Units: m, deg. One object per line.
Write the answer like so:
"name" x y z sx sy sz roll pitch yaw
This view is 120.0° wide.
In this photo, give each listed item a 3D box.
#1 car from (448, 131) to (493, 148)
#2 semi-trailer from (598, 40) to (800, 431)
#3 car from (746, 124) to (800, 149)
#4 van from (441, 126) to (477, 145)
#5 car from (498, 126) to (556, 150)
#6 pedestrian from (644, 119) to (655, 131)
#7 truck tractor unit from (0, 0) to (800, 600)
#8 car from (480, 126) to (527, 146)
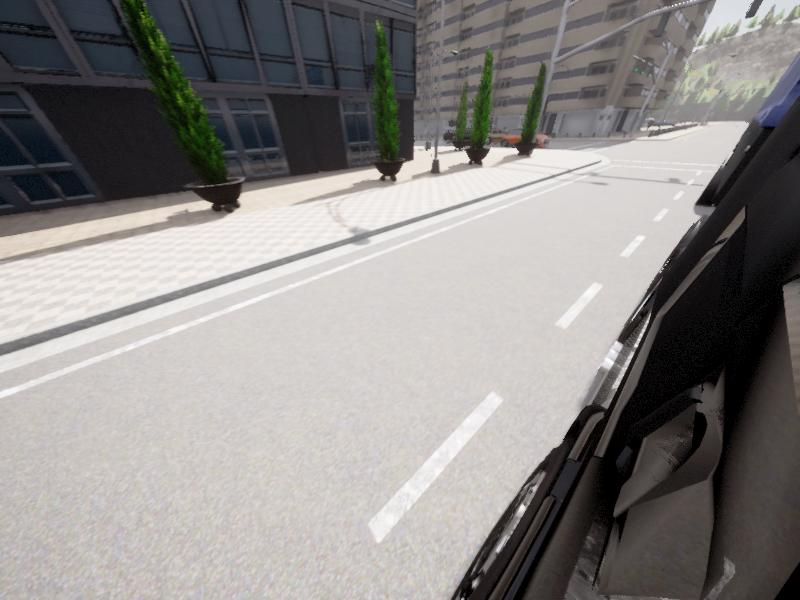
"car" 8.483 -19.654 28.283 2.128 1.511 4.902 -28 43 -30
"semi-trailer" 8.701 -3.574 4.266 14.254 4.402 2.717 -28 43 -30
"car" 29.252 -11.776 16.615 1.812 1.442 4.674 -27 43 -30
"van" 8.263 -23.280 32.732 2.069 2.038 4.480 -28 43 -30
"car" 12.904 -16.692 23.809 2.097 1.767 4.553 -27 43 -30
"pedestrian" 47.519 -33.320 43.992 0.751 1.860 0.751 27 45 33
"truck tractor unit" 2.645 -0.295 0.352 6.516 4.208 3.053 -28 44 -30
"car" 12.600 -20.217 28.501 1.932 1.855 4.605 -28 43 -30
